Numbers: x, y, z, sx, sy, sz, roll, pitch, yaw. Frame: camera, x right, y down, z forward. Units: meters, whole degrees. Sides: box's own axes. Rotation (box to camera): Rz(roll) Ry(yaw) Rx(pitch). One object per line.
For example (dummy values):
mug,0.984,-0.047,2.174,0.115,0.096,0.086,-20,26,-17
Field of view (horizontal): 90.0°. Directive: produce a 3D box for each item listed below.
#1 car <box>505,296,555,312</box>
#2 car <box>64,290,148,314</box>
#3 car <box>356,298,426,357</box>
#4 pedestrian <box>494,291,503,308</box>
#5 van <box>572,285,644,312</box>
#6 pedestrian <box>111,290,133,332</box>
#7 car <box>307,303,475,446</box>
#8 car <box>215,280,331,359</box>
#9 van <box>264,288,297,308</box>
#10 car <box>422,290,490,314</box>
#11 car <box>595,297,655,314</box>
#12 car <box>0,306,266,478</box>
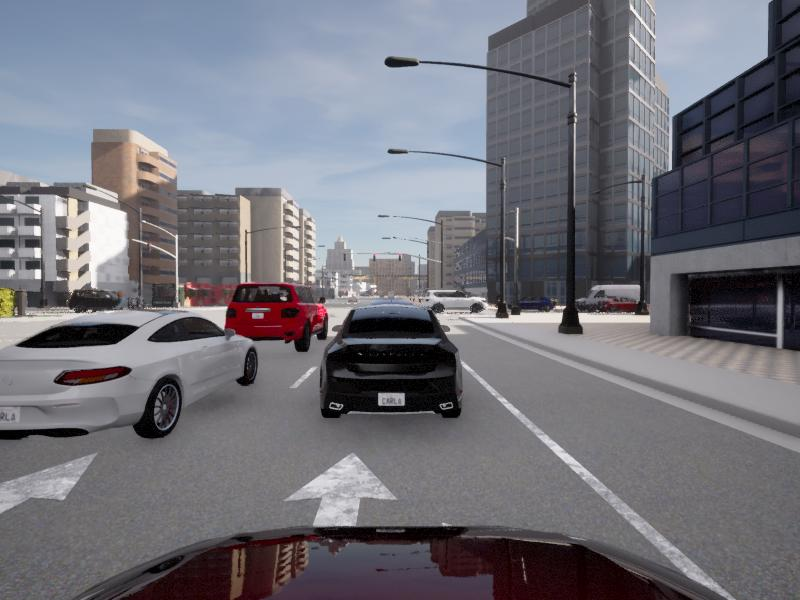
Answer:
car,12.427,0.376,38.379,4.193,1.474,1.816,0,1,-1
car,-25.115,0.145,34.333,5.566,2.045,2.150,0,1,-1
car,-0.289,0.737,13.310,1.882,1.535,5.008,0,1,-1
pedestrian,10.454,-0.062,42.318,0.751,1.860,0.751,0,1,1
van,19.906,-0.155,38.479,5.915,2.561,1.988,0,1,-1
pedestrian,-12.846,0.486,18.494,0.751,1.860,0.751,-1,1,-40
car,-0.149,0.835,6.827,1.837,1.490,4.892,0,0,-1
car,-3.796,0.479,13.206,2.150,2.045,5.566,0,1,-1
van,-15.145,-0.233,51.184,2.351,2.431,6.366,0,0,-1
car,4.797,0.157,34.905,5.566,2.045,2.150,0,1,0
car,19.613,0.439,35.012,4.193,1.474,1.816,0,1,-1
car,-3.631,0.861,5.908,1.812,1.442,4.674,0,0,-1
